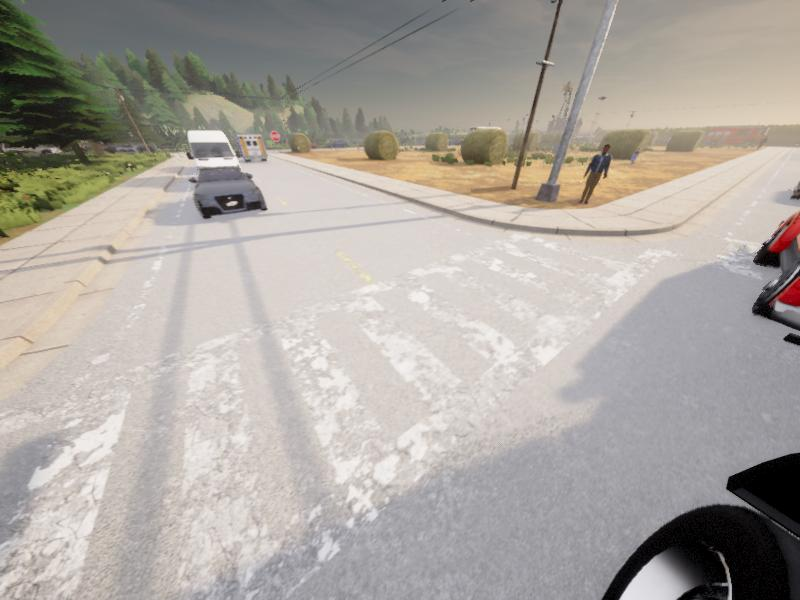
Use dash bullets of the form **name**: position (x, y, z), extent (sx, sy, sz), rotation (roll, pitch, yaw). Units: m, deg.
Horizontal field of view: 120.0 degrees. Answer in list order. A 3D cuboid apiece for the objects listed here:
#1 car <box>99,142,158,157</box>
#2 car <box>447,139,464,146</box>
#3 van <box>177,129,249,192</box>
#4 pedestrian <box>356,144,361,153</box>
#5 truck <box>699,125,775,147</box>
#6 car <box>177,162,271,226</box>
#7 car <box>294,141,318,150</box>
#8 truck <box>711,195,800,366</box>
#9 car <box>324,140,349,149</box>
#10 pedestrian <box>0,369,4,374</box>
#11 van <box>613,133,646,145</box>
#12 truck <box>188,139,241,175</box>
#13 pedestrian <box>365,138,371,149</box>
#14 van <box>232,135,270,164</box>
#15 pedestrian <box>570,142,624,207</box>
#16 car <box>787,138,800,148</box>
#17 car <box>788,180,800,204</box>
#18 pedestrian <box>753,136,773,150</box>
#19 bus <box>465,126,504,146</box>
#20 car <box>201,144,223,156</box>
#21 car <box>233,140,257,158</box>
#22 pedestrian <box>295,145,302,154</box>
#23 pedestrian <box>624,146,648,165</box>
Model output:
- **car**: position (-40.577, -22.698, 34.738), extent (5.238, 1.638, 1.930), rotation (-19, 40, -25)
- **car**: position (14.958, -42.262, 62.033), extent (4.193, 1.474, 1.816), rotation (-20, 40, -25)
- **van**: position (-10.757, -8.281, 13.469), extent (1.988, 2.561, 5.915), rotation (-21, 40, -27)
- **pedestrian**: position (-6.280, -22.926, 34.976), extent (0.500, 1.100, 0.500), rotation (-8, 36, -10)
- **truck**: position (74.597, -36.507, 51.488), extent (2.891, 3.827, 8.468), rotation (-22, 41, -27)
- **car**: position (-6.573, -4.228, 8.733), extent (1.994, 1.385, 4.181), rotation (-21, 40, -27)
- **car**: position (-19.656, -32.390, 48.383), extent (4.193, 1.474, 1.816), rotation (-19, 40, -25)
- **truck**: position (7.208, -0.815, 2.824), extent (5.204, 2.467, 2.627), rotation (-22, 41, -28)
- **car**: position (-14.030, -34.441, 51.099), extent (4.856, 1.649, 2.033), rotation (-19, 40, -25)
- **pedestrian**: position (-4.764, 0.206, 1.737), extent (0.751, 1.860, 0.751), rotation (6, 36, 8)
- **van**: position (66.326, -46.657, 66.934), extent (1.988, 2.561, 5.915), rotation (-22, 41, -27)
- **truck**: position (-15.139, -11.874, 18.947), extent (2.390, 2.098, 6.274), rotation (-21, 40, -27)
- **pedestrian**: position (-6.497, -31.466, 46.342), extent (0.751, 1.860, 0.751), rotation (-25, 42, -30)
- **van**: position (-16.936, -17.157, 26.124), extent (2.351, 2.431, 6.366), rotation (-21, 40, -27)
- **pedestrian**: position (6.758, -4.330, 8.003), extent (0.751, 1.860, 0.751), rotation (23, 41, 29)
- **car**: position (82.513, -31.368, 46.069), extent (1.930, 1.638, 5.238), rotation (0, 35, 1)
- **car**: position (17.776, -4.692, 9.147), extent (4.181, 1.385, 1.994), rotation (-22, 41, -28)
- **pedestrian**: position (55.915, -24.199, 35.627), extent (0.751, 1.860, 0.751), rotation (-19, 39, -24)
- **bus**: position (23.898, -46.636, 65.730), extent (10.273, 4.253, 3.944), rotation (-19, 40, -25)
- **car**: position (-28.948, -23.198, 35.705), extent (1.895, 1.301, 4.718), rotation (-17, 39, -22)
- **car**: position (-20.952, -20.374, 31.155), extent (1.905, 1.878, 3.866), rotation (-21, 40, -27)
- **pedestrian**: position (-14.905, -22.070, 33.869), extent (0.500, 1.100, 0.500), rotation (-26, 43, -32)
- **pedestrian**: position (19.572, -11.986, 19.175), extent (0.751, 1.300, 0.751), rotation (-16, 38, -21)
